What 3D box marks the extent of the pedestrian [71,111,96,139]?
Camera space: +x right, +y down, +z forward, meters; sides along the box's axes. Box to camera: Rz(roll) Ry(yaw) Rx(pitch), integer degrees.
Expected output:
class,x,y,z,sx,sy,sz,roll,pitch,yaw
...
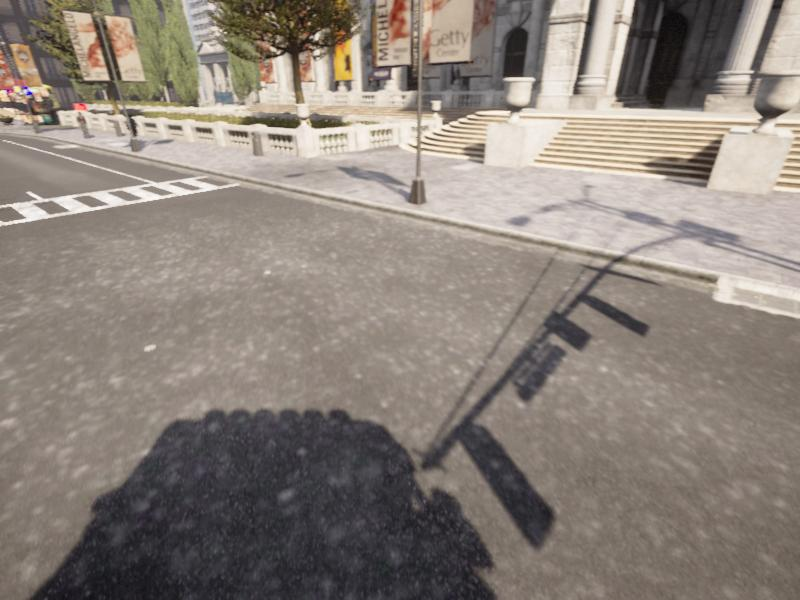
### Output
class,x,y,z,sx,sy,sz,roll,pitch,yaw
pedestrian,-23.123,-12.775,29.220,0.751,1.860,0.751,20,33,34

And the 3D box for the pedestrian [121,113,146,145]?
class,x,y,z,sx,sy,sz,roll,pitch,yaw
pedestrian,-17.147,-11.015,25.754,0.751,1.860,0.751,24,36,39
